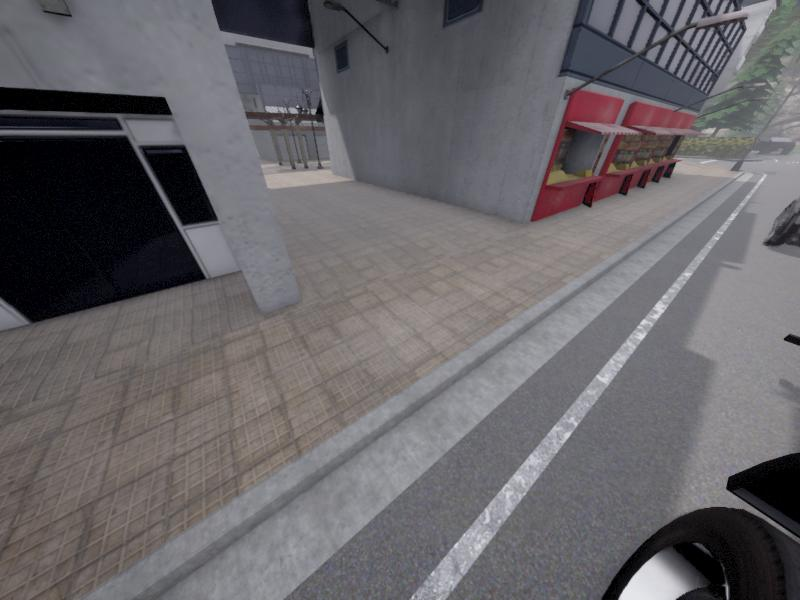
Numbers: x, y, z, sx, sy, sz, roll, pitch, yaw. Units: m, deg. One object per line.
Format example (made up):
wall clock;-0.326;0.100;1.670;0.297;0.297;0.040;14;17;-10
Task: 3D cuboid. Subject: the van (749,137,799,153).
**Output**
van;59.333;-24.677;36.799;1.775;1.987;4.442;14;38;19

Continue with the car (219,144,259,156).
car;-25.466;-23.830;36.636;4.792;1.488;2.163;-23;41;-29

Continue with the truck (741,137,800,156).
truck;52.915;-22.047;33.011;2.390;2.098;6.274;20;40;26

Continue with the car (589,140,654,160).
car;24.832;-16.977;26.082;2.242;1.667;4.611;-24;41;-30

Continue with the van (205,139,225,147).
van;-58.972;-49.971;73.525;4.480;2.038;2.069;-23;41;-29

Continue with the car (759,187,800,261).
car;10.793;-1.940;5.404;4.181;1.385;1.994;-23;41;-28
